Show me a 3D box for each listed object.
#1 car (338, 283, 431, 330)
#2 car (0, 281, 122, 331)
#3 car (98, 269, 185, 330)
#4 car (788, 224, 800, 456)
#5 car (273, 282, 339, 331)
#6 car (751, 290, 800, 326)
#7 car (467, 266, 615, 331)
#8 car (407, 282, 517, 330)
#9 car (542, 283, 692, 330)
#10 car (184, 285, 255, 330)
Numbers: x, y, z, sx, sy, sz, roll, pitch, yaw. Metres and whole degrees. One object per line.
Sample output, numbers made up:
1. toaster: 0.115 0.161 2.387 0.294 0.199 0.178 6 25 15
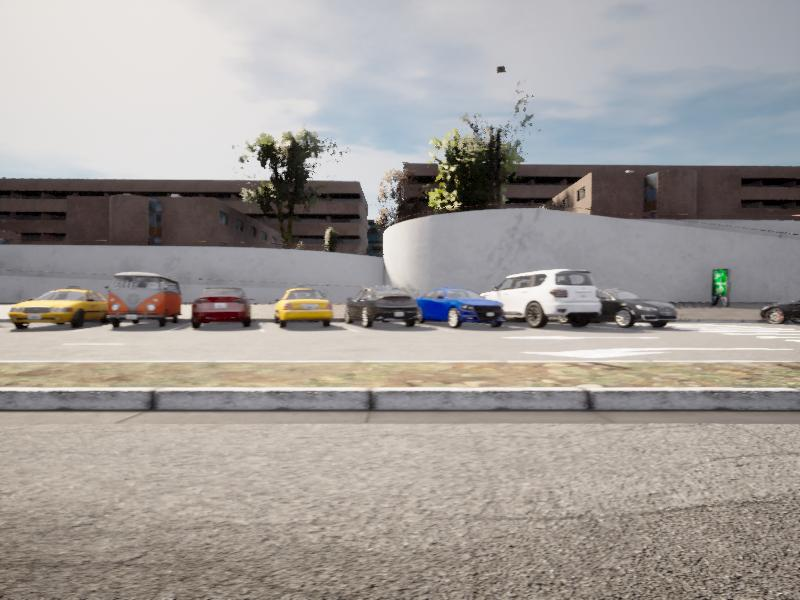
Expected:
1. car: -0.845 0.238 15.591 2.231 1.521 4.892 0 -1 -20
2. car: -12.708 0.242 15.430 1.946 1.575 5.366 1 -1 -20
3. car: -9.749 0.017 15.495 1.878 1.987 4.442 1 -1 -20
4. car: 4.630 0.256 1.701 4.193 1.474 1.816 0 0 0
5. car: -3.892 0.237 15.773 1.946 1.575 5.366 0 -1 -20
6. car: 17.047 0.313 15.586 2.002 1.452 4.674 0 -1 -20
7. car: 5.106 -0.012 15.625 2.435 2.045 5.566 0 -1 -20
8. car: 2.141 0.237 15.602 2.097 1.535 5.008 1 -1 -20
9. car: 8.107 0.246 15.604 2.231 1.521 4.892 1 -1 -20
10. car: -6.822 0.271 15.626 2.163 1.488 4.792 0 -1 -20
